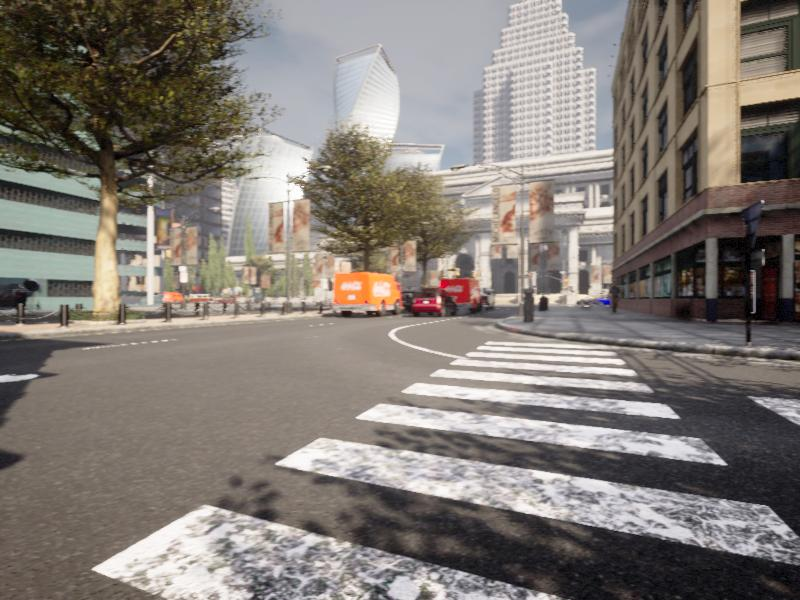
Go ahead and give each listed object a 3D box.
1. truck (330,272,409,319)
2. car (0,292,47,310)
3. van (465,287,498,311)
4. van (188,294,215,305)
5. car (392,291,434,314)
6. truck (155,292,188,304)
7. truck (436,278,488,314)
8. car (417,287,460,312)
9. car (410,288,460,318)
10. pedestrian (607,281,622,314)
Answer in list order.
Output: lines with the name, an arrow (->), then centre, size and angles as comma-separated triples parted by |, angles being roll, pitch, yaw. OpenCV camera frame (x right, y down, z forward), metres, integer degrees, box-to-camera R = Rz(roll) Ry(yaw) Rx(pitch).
truck -> -1.616, -0.263, 23.740 | 2.627, 2.467, 5.204 | 0, 0, 22
car -> -34.682, 0.069, 35.271 | 2.128, 1.511, 4.902 | 0, 0, 23
van -> 7.479, -0.059, 36.449 | 2.069, 2.038, 4.480 | 0, 0, 23
van -> -39.241, -0.114, 79.133 | 4.480, 2.038, 2.069 | 0, 0, 9
car -> 1.032, 0.161, 30.086 | 1.851, 1.617, 3.988 | 0, 0, 23
truck -> -47.333, -0.341, 82.967 | 5.204, 2.467, 2.627 | 0, 0, -2
truck -> 4.729, -0.269, 29.873 | 2.627, 2.467, 5.204 | 0, 0, 23
car -> 3.617, -0.064, 36.341 | 2.150, 2.045, 5.566 | 0, 0, 24
car -> 2.149, 0.167, 23.626 | 1.851, 1.617, 3.988 | 0, 0, 22
pedestrian -> 12.323, -0.131, 22.962 | 0.751, 1.860, 0.751 | 0, 0, 29
